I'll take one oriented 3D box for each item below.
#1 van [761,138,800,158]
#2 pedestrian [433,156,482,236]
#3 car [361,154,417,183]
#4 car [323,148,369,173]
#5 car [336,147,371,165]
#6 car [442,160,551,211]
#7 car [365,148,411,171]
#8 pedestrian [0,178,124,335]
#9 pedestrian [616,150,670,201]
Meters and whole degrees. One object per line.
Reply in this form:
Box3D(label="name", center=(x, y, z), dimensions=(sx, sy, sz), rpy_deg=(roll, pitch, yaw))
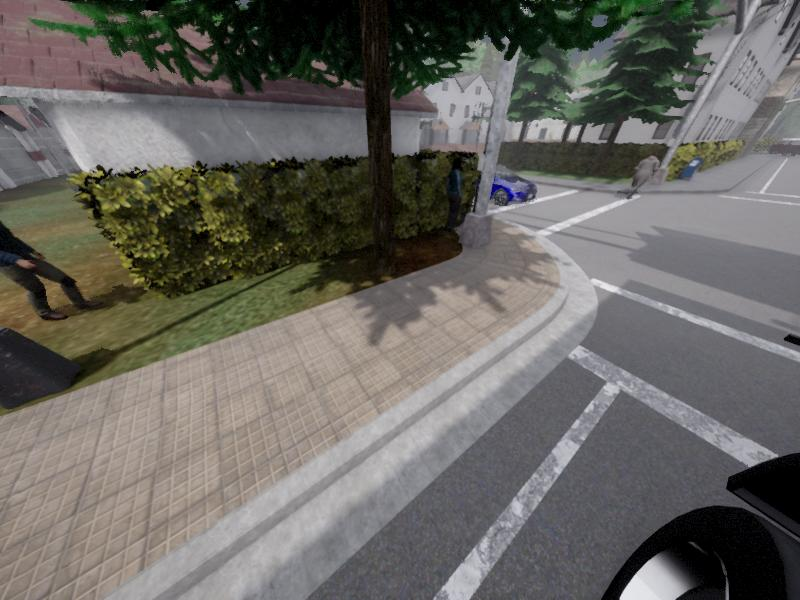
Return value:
Box3D(label="van", center=(51.460, -19.759, 29.967), dimensions=(2.069, 2.038, 4.480), rpy_deg=(8, 36, 7))
Box3D(label="pedestrian", center=(1.508, -2.832, 6.347), dimensions=(0.751, 1.860, 0.751), rpy_deg=(-15, 38, -19))
Box3D(label="car", center=(-0.897, -9.618, 16.734), dimensions=(1.994, 1.385, 4.181), rpy_deg=(-22, 40, -27))
Box3D(label="car", center=(-5.102, -13.168, 21.580), dimensions=(2.152, 1.651, 5.027), rpy_deg=(-22, 41, -28))
Box3D(label="car", center=(-5.474, -16.989, 27.084), dimensions=(1.882, 1.535, 5.008), rpy_deg=(-22, 41, -28))
Box3D(label="car", center=(4.162, -5.482, 10.739), dimensions=(1.816, 1.474, 4.193), rpy_deg=(-22, 40, -28))
Box3D(label="car", center=(-1.260, -13.511, 22.120), dimensions=(1.882, 1.535, 5.008), rpy_deg=(-22, 41, -28))
Box3D(label="pedestrian", center=(-5.067, -0.535, 3.122), dimensions=(0.751, 1.860, 0.751), rpy_deg=(-11, 37, -15))
Box3D(label="pedestrian", center=(10.639, -5.469, 10.174), dimensions=(0.751, 1.860, 0.751), rpy_deg=(-20, 40, -26))
